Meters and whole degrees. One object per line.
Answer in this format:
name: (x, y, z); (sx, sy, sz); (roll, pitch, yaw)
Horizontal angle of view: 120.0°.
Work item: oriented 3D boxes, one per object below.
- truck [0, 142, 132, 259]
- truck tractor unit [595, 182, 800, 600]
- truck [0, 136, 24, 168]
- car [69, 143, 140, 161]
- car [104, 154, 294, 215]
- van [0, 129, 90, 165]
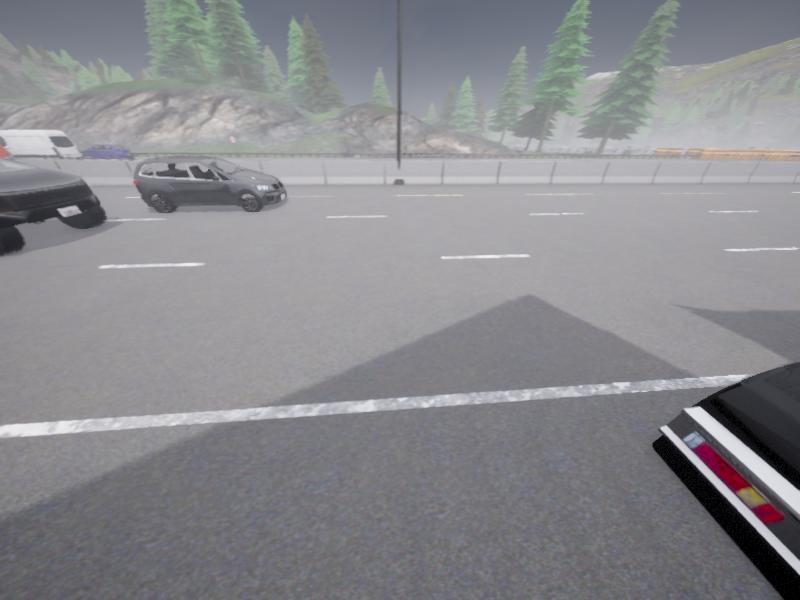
truck: (-11.290, -2.366, 5.330); (6.274, 2.098, 2.390); (-2, 35, -4)
truck tractor unit: (5.368, 0.182, 0.106); (6.516, 4.208, 3.053); (-2, 35, -3)
truck: (-34.845, -11.703, 17.937); (5.204, 2.467, 2.627); (-2, 35, -4)
car: (-30.816, -15.500, 24.242); (4.193, 1.474, 1.816); (-2, 35, -4)
car: (-6.868, -4.386, 8.632); (4.611, 1.667, 2.242); (-2, 35, -4)
van: (-33.188, -13.785, 20.849); (5.915, 2.561, 1.988); (-2, 35, -4)
